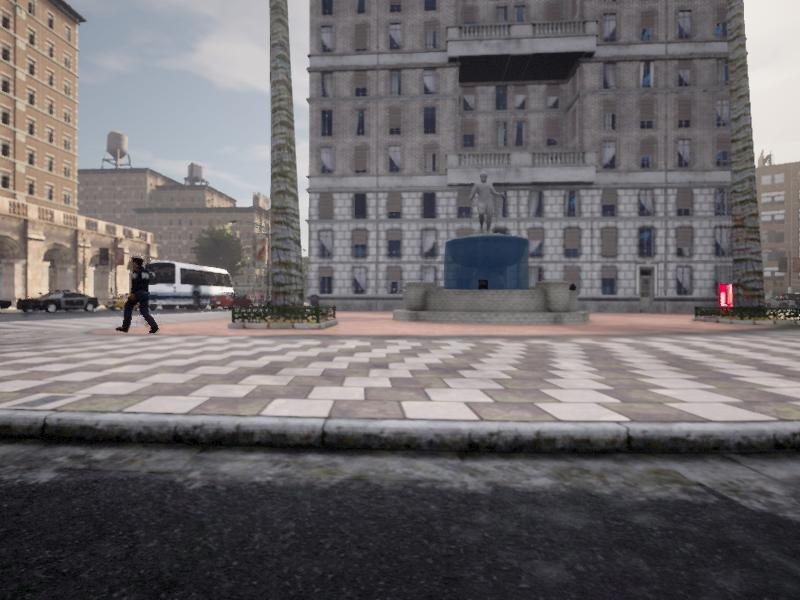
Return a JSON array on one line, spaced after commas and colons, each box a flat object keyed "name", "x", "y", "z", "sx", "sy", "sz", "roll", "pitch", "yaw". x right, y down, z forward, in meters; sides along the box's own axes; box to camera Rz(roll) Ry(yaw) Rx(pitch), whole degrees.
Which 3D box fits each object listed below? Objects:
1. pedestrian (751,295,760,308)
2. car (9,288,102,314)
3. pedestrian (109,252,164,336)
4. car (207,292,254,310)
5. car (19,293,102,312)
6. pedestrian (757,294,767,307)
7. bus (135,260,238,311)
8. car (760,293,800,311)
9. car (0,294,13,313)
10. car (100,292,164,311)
[{"name": "pedestrian", "x": 50.090, "y": 0.238, "z": 56.386, "sx": 0.751, "sy": 1.860, "sz": 0.751, "roll": 0, "pitch": 0, "yaw": 14}, {"name": "car", "x": -24.273, "y": 0.070, "z": 28.526, "sx": 1.930, "sy": 1.638, "sz": 5.238, "roll": 0, "pitch": 0, "yaw": 4}, {"name": "pedestrian", "x": -6.091, "y": -0.141, "z": 9.271, "sx": 0.751, "sy": 1.860, "sz": 0.751, "roll": 0, "pitch": 0, "yaw": 9}, {"name": "car", "x": -16.468, "y": 0.111, "z": 39.189, "sx": 2.152, "sy": 1.651, "sz": 5.027, "roll": 0, "pitch": 0, "yaw": 4}, {"name": "car", "x": -27.475, "y": 0.181, "z": 32.690, "sx": 2.033, "sy": 1.411, "sz": 5.357, "roll": 0, "pitch": 0, "yaw": 4}, {"name": "pedestrian", "x": 50.677, "y": 0.089, "z": 55.973, "sx": 0.751, "sy": 1.860, "sz": 0.751, "roll": 0, "pitch": 0, "yaw": 8}, {"name": "bus", "x": -20.114, "y": -1.218, "z": 38.879, "sx": 3.944, "sy": 4.253, "sz": 10.273, "roll": 0, "pitch": 0, "yaw": 4}, {"name": "car", "x": 41.713, "y": 0.214, "z": 43.423, "sx": 1.905, "sy": 1.878, "sz": 3.866, "roll": 0, "pitch": 0, "yaw": 5}, {"name": "car", "x": -28.004, "y": 0.228, "z": 25.513, "sx": 1.895, "sy": 1.301, "sz": 4.718, "roll": 0, "pitch": 0, "yaw": 4}, {"name": "car", "x": -23.742, "y": 0.103, "z": 35.750, "sx": 1.801, "sy": 1.575, "sz": 5.366, "roll": 0, "pitch": 0, "yaw": 4}]
